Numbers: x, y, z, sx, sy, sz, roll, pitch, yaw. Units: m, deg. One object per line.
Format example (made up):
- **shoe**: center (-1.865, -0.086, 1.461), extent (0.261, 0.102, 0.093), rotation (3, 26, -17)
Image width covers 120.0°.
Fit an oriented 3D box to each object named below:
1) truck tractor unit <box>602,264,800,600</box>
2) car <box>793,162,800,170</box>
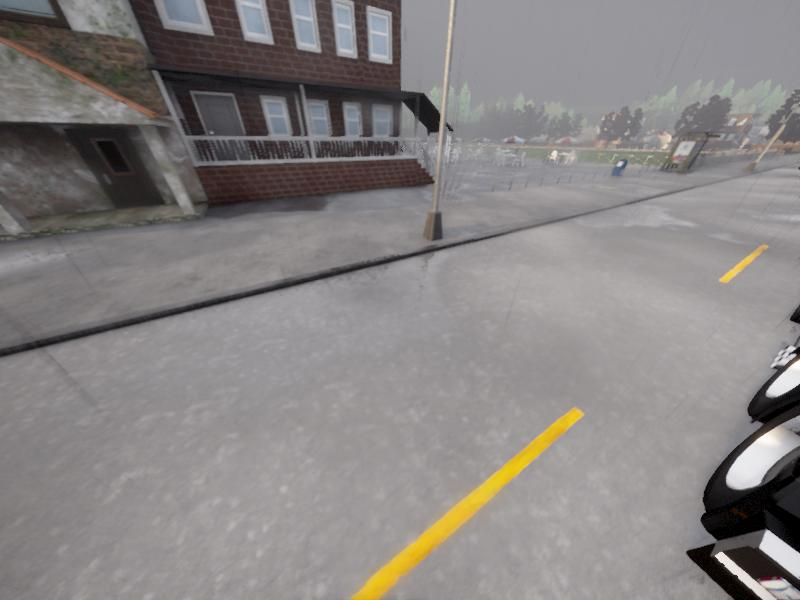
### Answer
- **truck tractor unit**: center (5.117, -0.292, 0.793), extent (6.516, 4.208, 3.053), rotation (-18, 39, -24)
- **car**: center (40.410, -13.255, 22.059), extent (5.357, 1.411, 2.033), rotation (-18, 39, -24)
